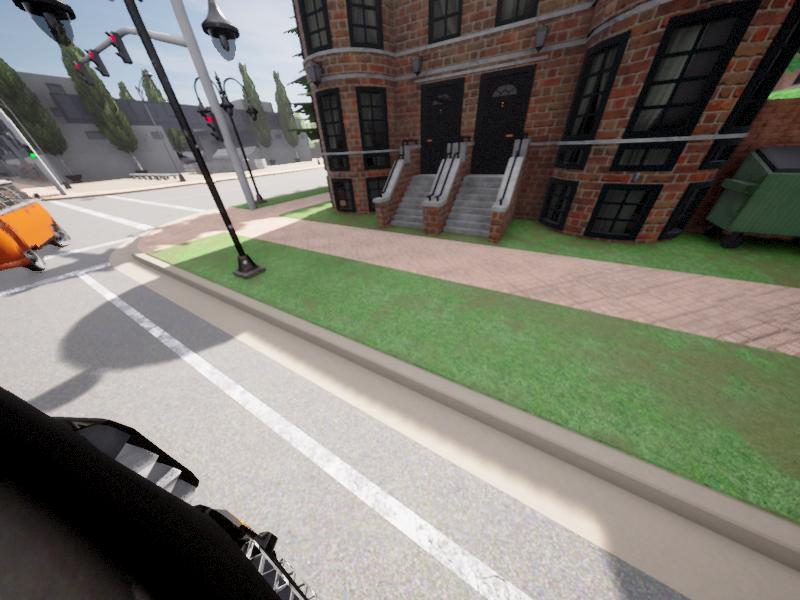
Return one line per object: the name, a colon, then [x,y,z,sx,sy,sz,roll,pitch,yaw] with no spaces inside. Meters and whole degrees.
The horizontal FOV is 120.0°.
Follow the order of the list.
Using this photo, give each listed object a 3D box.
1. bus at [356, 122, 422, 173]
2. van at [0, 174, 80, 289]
bus: [-0.689,-18.275,27.728,3.944,4.253,10.273,10,36,18]
van: [-10.462,-1.792,5.696,1.775,1.987,4.442,-29,42,-33]
